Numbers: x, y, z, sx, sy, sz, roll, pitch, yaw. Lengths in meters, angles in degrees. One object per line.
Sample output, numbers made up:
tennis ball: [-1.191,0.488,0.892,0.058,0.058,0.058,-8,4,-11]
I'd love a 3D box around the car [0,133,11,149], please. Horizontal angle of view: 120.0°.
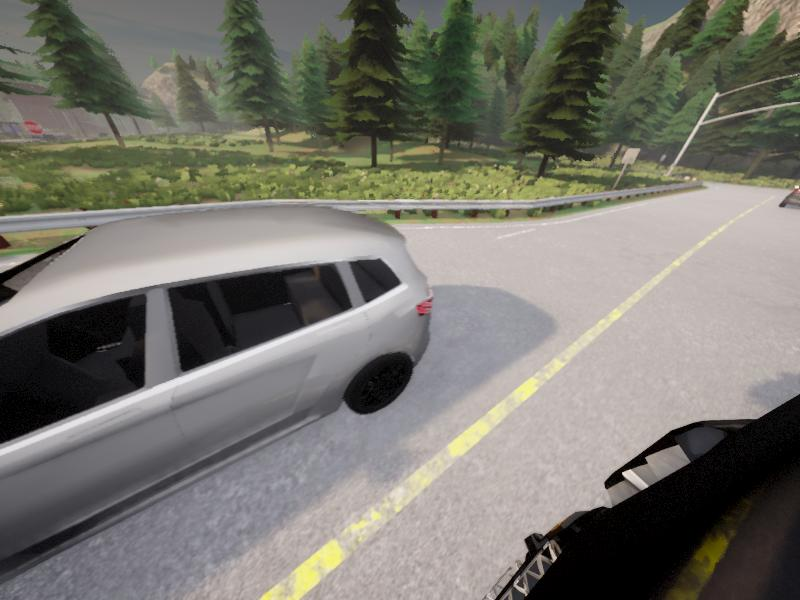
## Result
car: [-46.594,-17.807,25.739,1.845,1.501,3.633,-18,39,-29]

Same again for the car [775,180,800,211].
car: [26.199,-6.578,14.391,4.611,1.667,2.242,-18,39,-28]

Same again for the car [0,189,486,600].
car: [-1.908,0.281,1.873,4.611,1.667,2.242,-19,39,-29]

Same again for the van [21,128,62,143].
van: [-62.973,-28.924,40.715,2.069,2.038,4.480,-18,39,-28]
